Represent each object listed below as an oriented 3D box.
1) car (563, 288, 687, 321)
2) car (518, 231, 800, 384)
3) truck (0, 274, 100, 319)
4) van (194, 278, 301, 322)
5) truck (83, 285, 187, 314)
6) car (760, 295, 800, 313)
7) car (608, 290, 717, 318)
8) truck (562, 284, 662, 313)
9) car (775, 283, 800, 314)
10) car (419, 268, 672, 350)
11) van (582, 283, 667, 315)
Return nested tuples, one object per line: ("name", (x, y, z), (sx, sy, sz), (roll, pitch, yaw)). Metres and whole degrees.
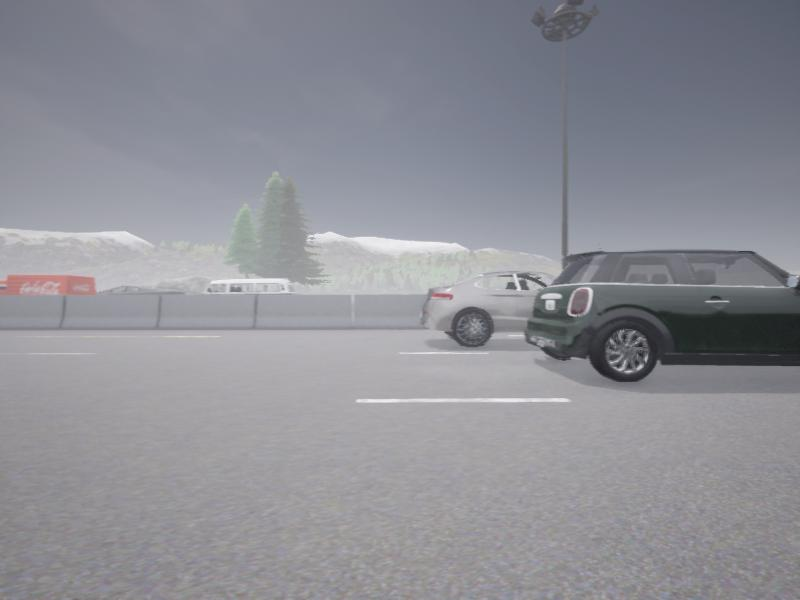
("car", (10.911, 0.218, 19.706), (4.902, 1.511, 2.128), (0, 0, 0))
("car", (4.273, 0.087, 5.700), (4.553, 1.767, 2.097), (0, 0, 0))
("truck", (-20.969, -0.201, 23.176), (5.204, 2.467, 2.627), (0, 0, 0))
("van", (-7.361, -0.013, 19.692), (4.480, 2.038, 2.069), (0, 0, 0))
("truck", (-19.833, -0.017, 30.174), (6.274, 2.098, 2.390), (0, 0, 0))
("car", (30.439, 0.287, 30.227), (4.718, 1.301, 1.895), (0, 0, 0))
("car", (15.073, 0.202, 23.213), (4.974, 1.542, 2.038), (0, 0, 0))
("truck", (15.838, -0.087, 30.213), (6.274, 2.098, 2.390), (0, 0, 0))
("car", (28.829, -0.085, 26.725), (5.566, 2.045, 2.150), (0, 0, 0))
("car", (3.002, 0.177, 9.200), (5.027, 1.651, 2.152), (0, 0, 0))
("van", (14.890, -0.057, 26.710), (4.480, 2.038, 2.069), (0, 0, 0))
